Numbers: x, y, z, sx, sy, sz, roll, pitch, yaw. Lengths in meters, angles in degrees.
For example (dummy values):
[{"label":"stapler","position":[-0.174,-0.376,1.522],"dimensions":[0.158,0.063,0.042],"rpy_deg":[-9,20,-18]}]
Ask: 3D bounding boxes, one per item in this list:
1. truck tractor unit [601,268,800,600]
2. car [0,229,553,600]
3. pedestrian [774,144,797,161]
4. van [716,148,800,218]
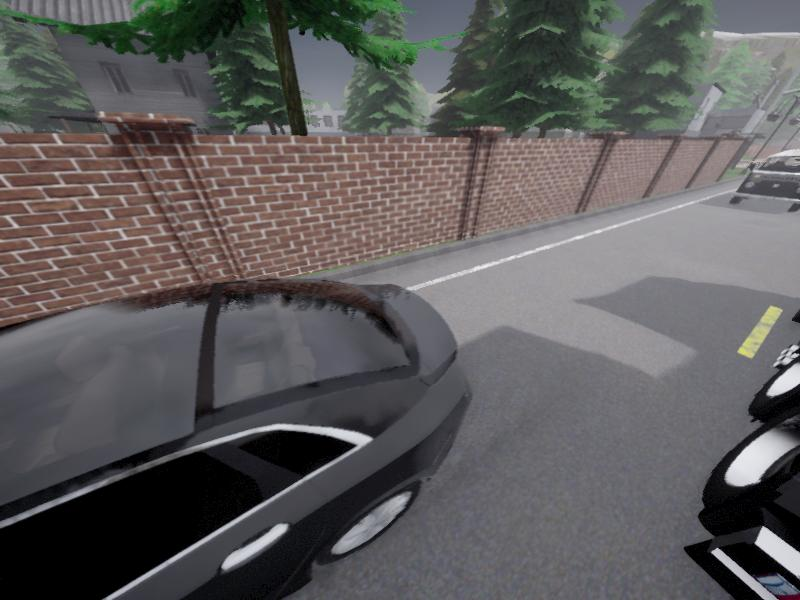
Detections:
[{"label":"truck tractor unit","position":[5.119,-0.293,0.770],"dimensions":[6.516,4.208,3.053],"rpy_deg":[-18,39,-24]},{"label":"car","position":[-1.793,0.980,1.267],"dimensions":[4.892,1.490,1.837],"rpy_deg":[-18,39,-24]},{"label":"pedestrian","position":[52.305,-20.037,31.324],"dimensions":[0.751,1.860,0.751],"rpy_deg":[-19,40,-26]},{"label":"van","position":[16.034,-4.991,9.527],"dimensions":[4.480,2.038,2.069],"rpy_deg":[-18,39,-24]}]
